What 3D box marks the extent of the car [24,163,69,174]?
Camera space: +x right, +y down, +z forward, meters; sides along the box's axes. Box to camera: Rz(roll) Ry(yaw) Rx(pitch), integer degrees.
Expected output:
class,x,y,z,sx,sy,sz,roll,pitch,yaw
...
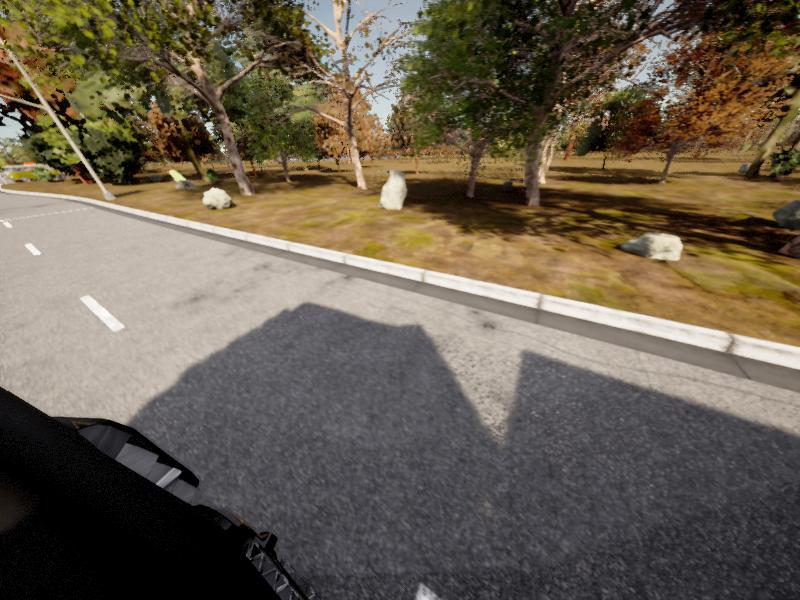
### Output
class,x,y,z,sx,sy,sz,roll,pitch,yaw
car,-90.673,-33.785,59.340,2.435,2.045,5.566,10,35,19

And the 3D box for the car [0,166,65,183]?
class,x,y,z,sx,sy,sz,roll,pitch,yaw
car,-53.754,-18.475,33.812,2.185,1.767,4.553,7,34,15

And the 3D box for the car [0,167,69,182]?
class,x,y,z,sx,sy,sz,roll,pitch,yaw
car,-56.072,-19.377,35.567,1.946,1.575,5.366,8,34,15

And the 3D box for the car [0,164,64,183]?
class,x,y,z,sx,sy,sz,roll,pitch,yaw
car,-51.381,-17.634,32.189,1.878,1.987,4.442,8,34,14

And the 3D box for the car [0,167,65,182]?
class,x,y,z,sx,sy,sz,roll,pitch,yaw
car,-58.548,-20.077,36.796,1.946,1.575,5.366,8,34,15
